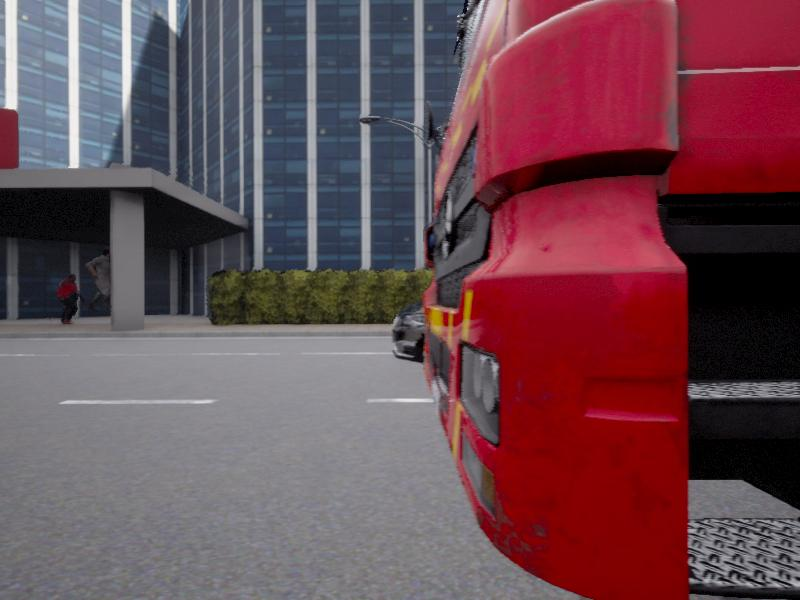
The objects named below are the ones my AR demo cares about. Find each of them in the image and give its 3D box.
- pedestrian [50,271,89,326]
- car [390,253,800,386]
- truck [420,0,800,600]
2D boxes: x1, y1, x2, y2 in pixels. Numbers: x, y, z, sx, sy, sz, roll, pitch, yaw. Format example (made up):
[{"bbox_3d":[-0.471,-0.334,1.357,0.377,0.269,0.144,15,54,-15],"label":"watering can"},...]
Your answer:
[{"bbox_3d":[-11.494,-0.057,13.930,0.751,1.860,0.751,0,0,-1],"label":"pedestrian"},{"bbox_3d":[2.341,0.229,5.699,4.902,1.511,2.128,0,0,0],"label":"car"},{"bbox_3d":[4.424,-0.937,2.205,8.468,3.827,2.891,0,0,0],"label":"truck"}]
